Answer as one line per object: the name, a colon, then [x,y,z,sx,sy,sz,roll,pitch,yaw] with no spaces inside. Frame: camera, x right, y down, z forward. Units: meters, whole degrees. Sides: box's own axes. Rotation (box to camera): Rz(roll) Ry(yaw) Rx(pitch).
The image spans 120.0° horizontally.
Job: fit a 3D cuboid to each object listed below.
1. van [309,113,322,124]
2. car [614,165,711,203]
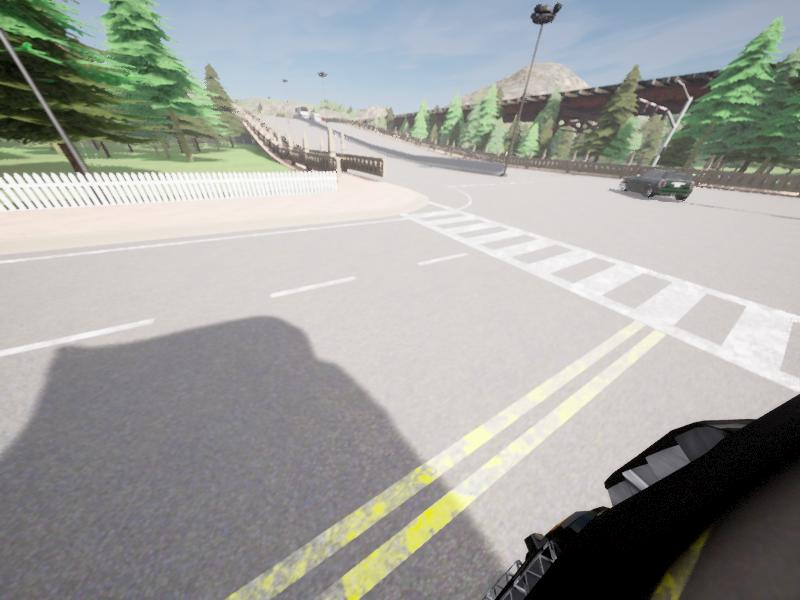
van: [-29.811,-64.022,81.256,2.351,2.431,6.366,-17,45,-27]
car: [17.911,-8.280,16.228,2.097,1.767,4.553,10,34,10]
